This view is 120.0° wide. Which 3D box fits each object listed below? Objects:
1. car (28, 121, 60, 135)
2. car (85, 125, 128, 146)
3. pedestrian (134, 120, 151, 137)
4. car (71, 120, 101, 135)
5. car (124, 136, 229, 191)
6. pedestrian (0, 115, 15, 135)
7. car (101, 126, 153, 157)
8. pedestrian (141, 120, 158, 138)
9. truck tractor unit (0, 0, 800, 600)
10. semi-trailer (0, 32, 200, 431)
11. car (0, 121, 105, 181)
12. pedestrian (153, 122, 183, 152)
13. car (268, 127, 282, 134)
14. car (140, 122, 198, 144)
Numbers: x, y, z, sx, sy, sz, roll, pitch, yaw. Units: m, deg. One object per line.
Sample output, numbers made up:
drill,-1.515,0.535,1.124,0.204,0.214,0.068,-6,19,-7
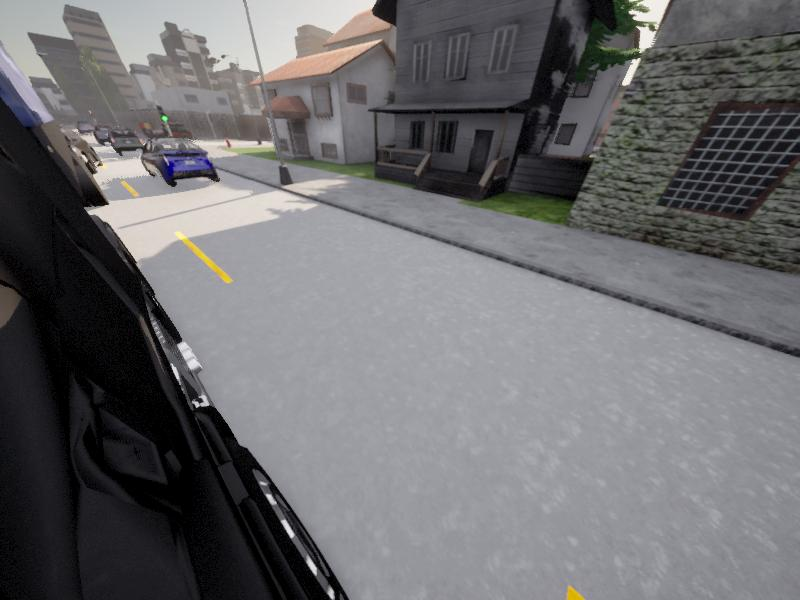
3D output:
car,-49.182,-23.846,31.975,4.193,1.474,1.816,28,43,30
car,-28.651,-16.115,22.586,3.633,1.501,1.845,28,44,30
pedestrian,-35.788,-23.836,32.138,0.751,1.860,0.751,22,41,25
car,-48.326,-26.560,35.568,4.856,1.649,2.033,28,44,30
car,-9.765,-6.116,10.080,4.514,1.525,2.007,28,43,30
pedestrian,-47.105,-20.701,27.289,0.751,1.860,0.751,-29,47,-35
car,-20.268,-11.810,17.149,3.988,1.617,1.851,32,46,34
pedestrian,-34.383,-23.431,31.666,0.751,1.860,0.751,27,43,29
truck tractor unit,-2.645,-0.295,0.351,6.516,4.208,3.053,28,44,30
semi-trailer,-8.653,-3.608,4.309,14.254,4.402,2.717,28,44,31
car,-15.727,-6.929,10.558,1.932,1.855,4.605,-27,46,-33
pedestrian,-18.431,-12.989,18.417,0.751,1.860,0.751,8,37,8
car,-33.898,-45.985,62.598,3.705,1.547,1.789,28,43,30
car,-25.798,-18.721,25.963,1.905,1.878,3.866,24,42,27
